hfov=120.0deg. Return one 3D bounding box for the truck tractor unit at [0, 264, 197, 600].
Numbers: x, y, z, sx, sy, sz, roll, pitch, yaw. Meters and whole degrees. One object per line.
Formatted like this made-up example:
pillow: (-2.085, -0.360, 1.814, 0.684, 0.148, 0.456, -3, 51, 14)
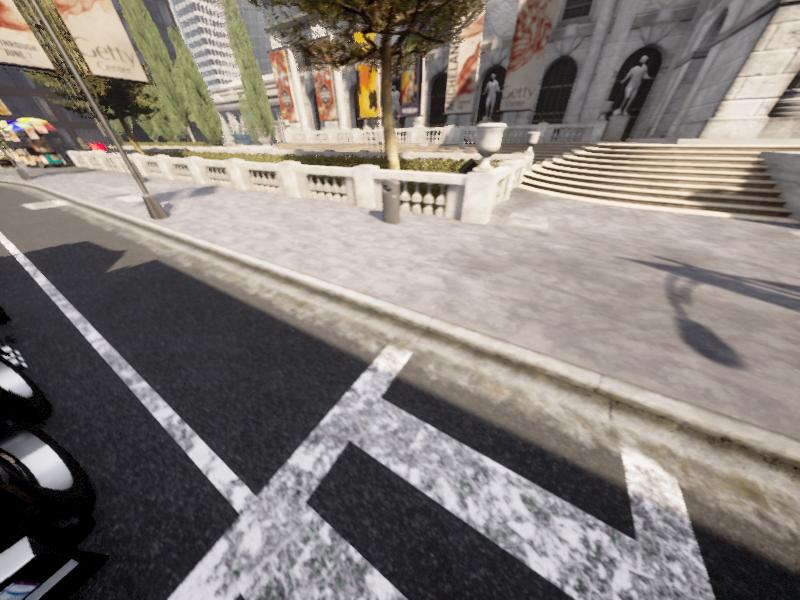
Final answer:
truck tractor unit: (-5.116, -0.294, 0.784, 6.516, 4.208, 3.053, 18, 39, 24)
